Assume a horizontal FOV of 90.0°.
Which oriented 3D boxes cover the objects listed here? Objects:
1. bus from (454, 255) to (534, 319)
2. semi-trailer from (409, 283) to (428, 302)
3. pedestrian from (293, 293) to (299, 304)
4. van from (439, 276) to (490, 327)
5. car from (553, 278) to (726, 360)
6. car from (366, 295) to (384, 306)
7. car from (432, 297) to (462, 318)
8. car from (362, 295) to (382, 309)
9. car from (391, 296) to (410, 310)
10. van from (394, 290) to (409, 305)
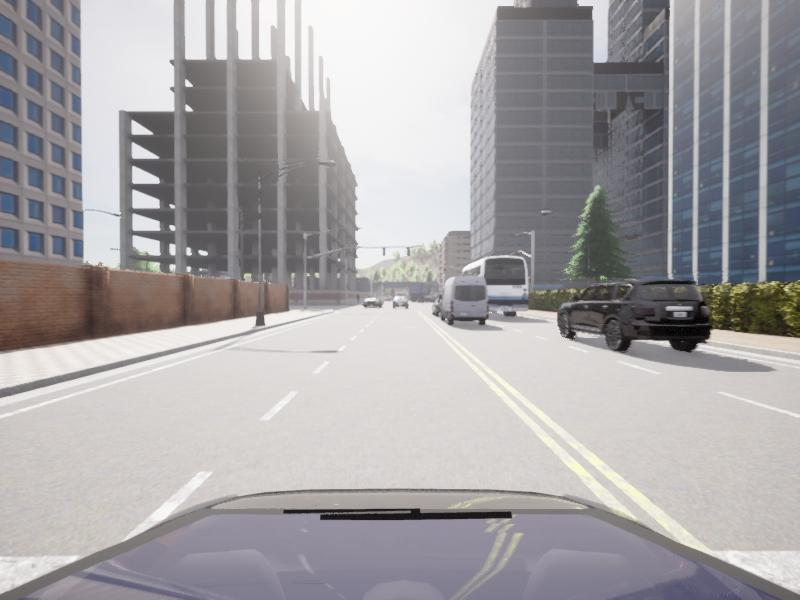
[{"bbox_3d":[6.922,-0.904,31.776,3.944,4.253,10.273,0,1,0],"label":"bus"},{"bbox_3d":[4.714,-1.760,97.299,2.717,4.402,14.254,0,1,10],"label":"semi-trailer"},{"bbox_3d":[-17.019,-0.274,65.646,0.751,1.860,0.751,0,1,0],"label":"pedestrian"},{"bbox_3d":[3.539,0.057,23.017,1.988,2.561,5.915,0,1,0],"label":"van"},{"bbox_3d":[7.034,0.423,12.767,2.150,2.045,5.566,0,1,-1],"label":"car"},{"bbox_3d":[-3.956,0.040,65.222,1.801,1.575,5.366,0,1,9],"label":"car"},{"bbox_3d":[3.537,0.513,30.779,1.812,1.442,4.674,0,1,0],"label":"car"},{"bbox_3d":[-3.433,0.175,50.006,2.242,1.667,4.611,0,1,0],"label":"car"},{"bbox_3d":[0.061,0.294,46.647,2.128,1.511,4.902,0,1,0],"label":"car"},{"bbox_3d":[0.202,-0.418,68.157,2.351,2.431,6.366,0,1,-2],"label":"van"}]
